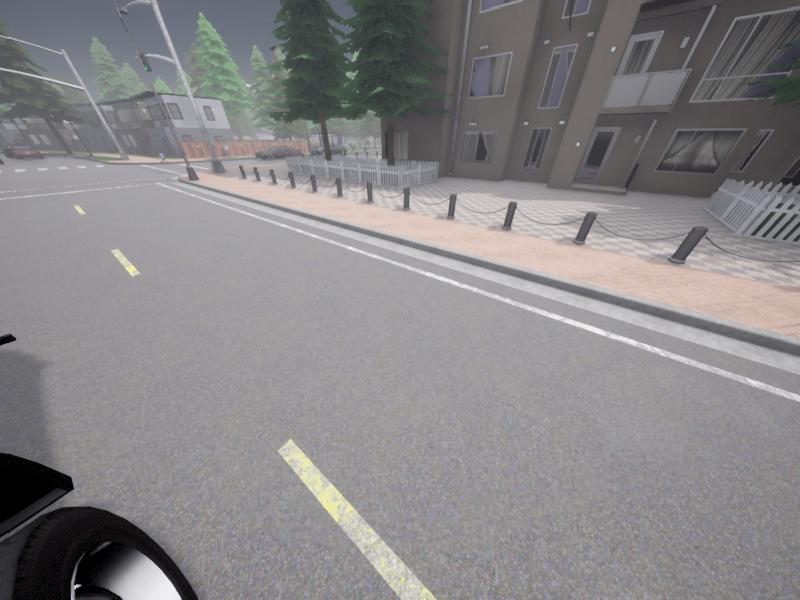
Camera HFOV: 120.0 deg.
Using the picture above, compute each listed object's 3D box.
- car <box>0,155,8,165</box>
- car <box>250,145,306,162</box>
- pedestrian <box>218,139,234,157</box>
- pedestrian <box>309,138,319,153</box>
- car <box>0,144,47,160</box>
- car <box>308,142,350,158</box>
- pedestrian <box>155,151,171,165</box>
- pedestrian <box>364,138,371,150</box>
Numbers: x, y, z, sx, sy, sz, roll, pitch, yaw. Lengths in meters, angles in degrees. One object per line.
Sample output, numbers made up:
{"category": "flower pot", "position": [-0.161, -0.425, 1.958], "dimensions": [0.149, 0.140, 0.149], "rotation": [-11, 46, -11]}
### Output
{"category": "car", "position": [-38.831, -13.287, 21.259], "dimensions": [4.181, 1.385, 1.994], "rotation": [19, 39, 24]}
{"category": "car", "position": [-14.183, -17.408, 27.293], "dimensions": [2.033, 1.411, 5.357], "rotation": [25, 42, 30]}
{"category": "pedestrian", "position": [-21.011, -18.367, 27.895], "dimensions": [0.751, 1.860, 0.751], "rotation": [20, 40, 25]}
{"category": "pedestrian", "position": [-13.430, -24.083, 36.063], "dimensions": [0.751, 1.860, 0.751], "rotation": [12, 37, 16]}
{"category": "car", "position": [-43.320, -16.935, 26.405], "dimensions": [4.181, 1.385, 1.994], "rotation": [15, 38, 20]}
{"category": "car", "position": [-9.700, -20.783, 31.916], "dimensions": [2.152, 1.651, 5.027], "rotation": [24, 42, 30]}
{"category": "pedestrian", "position": [-22.383, -13.441, 21.817], "dimensions": [0.500, 1.100, 0.500], "rotation": [16, 38, 21]}
{"category": "pedestrian", "position": [-6.135, -29.549, 43.874], "dimensions": [0.751, 1.860, 0.751], "rotation": [22, 41, 28]}
